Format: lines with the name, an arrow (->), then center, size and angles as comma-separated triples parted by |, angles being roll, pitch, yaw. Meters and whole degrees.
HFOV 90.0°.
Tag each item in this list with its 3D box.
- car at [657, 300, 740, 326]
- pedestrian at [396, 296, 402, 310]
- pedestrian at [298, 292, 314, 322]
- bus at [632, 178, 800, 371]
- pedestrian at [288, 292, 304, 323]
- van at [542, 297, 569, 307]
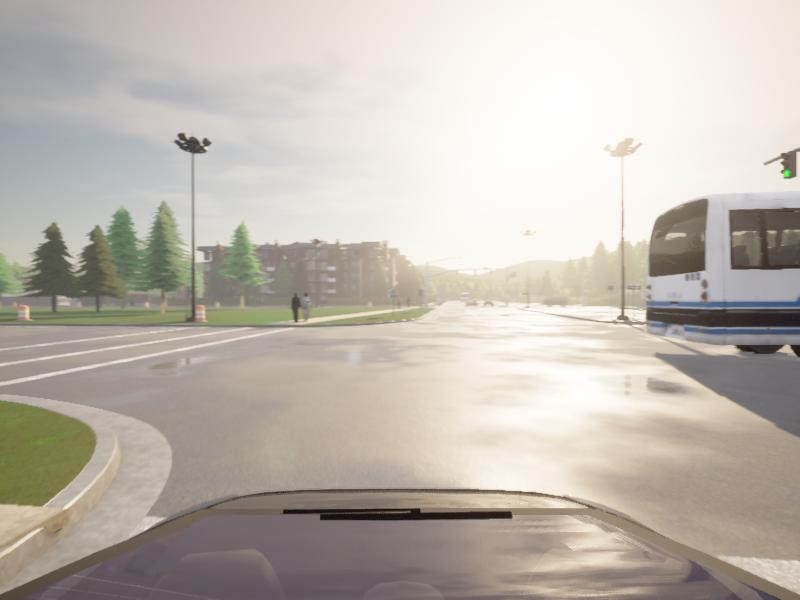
car -> 18.843, 0.751, 25.584 | 2.163, 1.488, 4.792 | 0, 0, 8
pedestrian -> -0.143, 0.362, 54.546 | 0.751, 1.860, 0.751 | 0, 0, 11
pedestrian -> -5.865, 0.440, 25.034 | 0.751, 1.860, 0.751 | 0, 0, 7
bus -> 12.397, -0.584, 10.382 | 10.273, 4.253, 3.944 | 0, 0, 7
pedestrian -> -6.291, 0.443, 24.168 | 0.751, 1.860, 0.751 | 0, 0, 4
van -> 29.826, 0.359, 76.924 | 4.442, 1.987, 1.775 | 0, 0, 7
